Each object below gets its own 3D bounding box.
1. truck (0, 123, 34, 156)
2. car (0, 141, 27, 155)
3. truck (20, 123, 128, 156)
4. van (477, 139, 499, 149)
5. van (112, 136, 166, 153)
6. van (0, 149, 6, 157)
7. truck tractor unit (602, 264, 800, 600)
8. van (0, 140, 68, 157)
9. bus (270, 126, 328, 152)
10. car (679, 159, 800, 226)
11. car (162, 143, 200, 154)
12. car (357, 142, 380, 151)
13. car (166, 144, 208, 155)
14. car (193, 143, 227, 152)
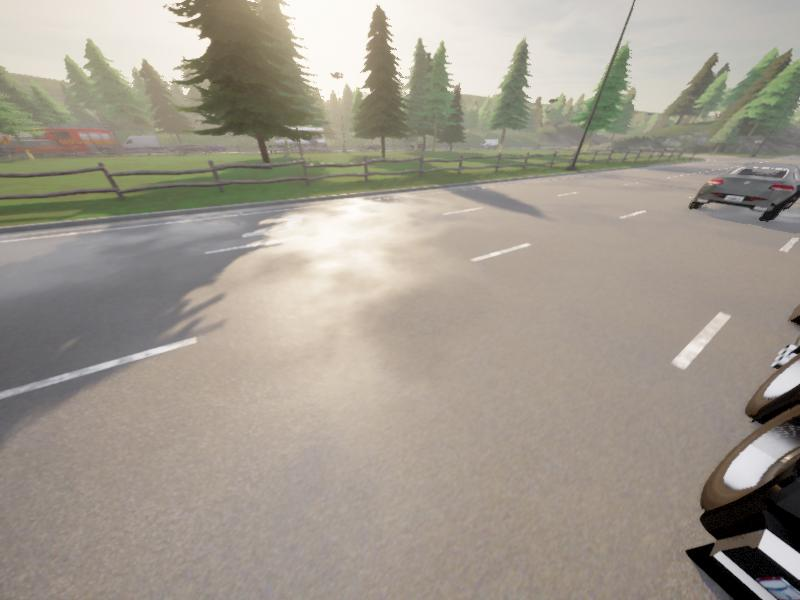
[{"bbox_3d":[-59.100,-21.912,31.597,8.468,3.827,2.891,-18,39,-24],"label":"truck"},{"bbox_3d":[-60.939,-22.784,34.616,4.553,1.767,2.097,-18,39,-24],"label":"car"},{"bbox_3d":[-49.875,-24.890,35.966,8.468,3.827,2.891,-18,39,-24],"label":"truck"},{"bbox_3d":[27.571,-49.050,72.552,5.915,2.561,1.988,13,37,18],"label":"van"},{"bbox_3d":[-48.772,-29.343,43.471,5.915,2.561,1.988,-18,39,-24],"label":"van"},{"bbox_3d":[-57.339,-19.602,29.515,6.366,2.431,2.351,-18,39,-24],"label":"van"},{"bbox_3d":[5.114,-0.296,0.783,6.516,4.208,3.053,-18,39,-24],"label":"truck tractor unit"},{"bbox_3d":[-51.268,-21.381,32.515,4.442,1.987,1.775,-18,39,-24],"label":"van"},{"bbox_3d":[-21.287,-34.210,49.275,10.273,4.253,3.944,-18,39,-24],"label":"bus"},{"bbox_3d":[13.895,-4.399,9.051,5.027,1.651,2.152,-18,39,-24],"label":"car"},{"bbox_3d":[-40.716,-28.317,42.992,2.007,1.525,4.514,18,40,25],"label":"car"},{"bbox_3d":[-7.457,-36.591,55.137,5.027,1.651,2.152,-14,37,-19],"label":"car"},{"bbox_3d":[-36.464,-25.958,39.675,4.892,1.490,1.837,-18,39,-24],"label":"car"},{"bbox_3d":[-37.492,-30.242,45.784,5.008,1.535,1.882,-18,38,-26],"label":"car"}]
